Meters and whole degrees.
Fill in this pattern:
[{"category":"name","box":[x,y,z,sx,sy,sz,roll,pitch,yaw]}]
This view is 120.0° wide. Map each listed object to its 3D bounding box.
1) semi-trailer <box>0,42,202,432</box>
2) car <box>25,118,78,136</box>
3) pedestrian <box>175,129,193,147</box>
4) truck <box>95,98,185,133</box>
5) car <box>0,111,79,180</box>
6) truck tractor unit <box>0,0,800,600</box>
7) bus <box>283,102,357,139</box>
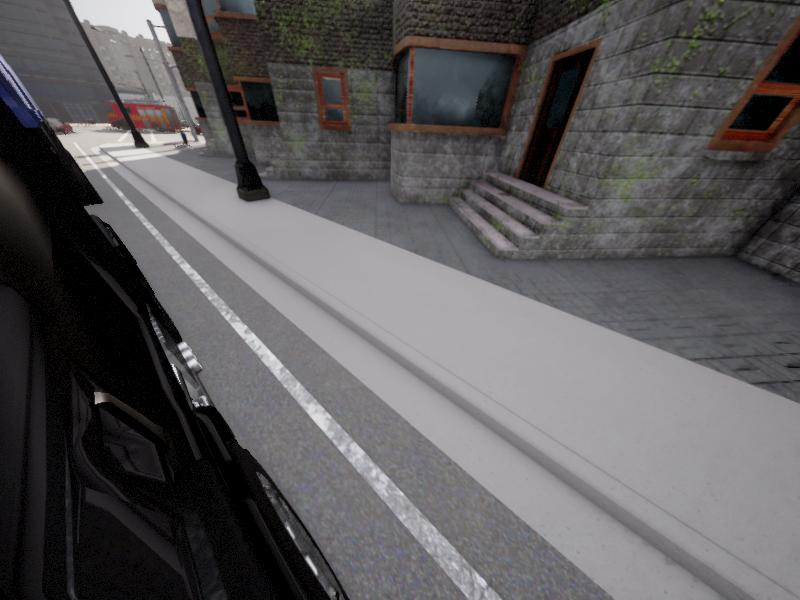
[{"category":"semi-trailer","box":[-8.697,-3.613,4.217,14.254,4.402,2.717,28,44,30]},{"category":"car","box":[-37.976,-19.044,25.343,1.812,1.442,4.674,-23,44,-29]},{"category":"pedestrian","box":[-17.254,-12.929,18.443,0.500,1.100,0.500,20,40,22]},{"category":"truck","box":[-39.731,-28.376,35.690,8.468,3.827,2.891,1,37,-3]},{"category":"car","box":[-16.539,-6.839,9.994,5.566,2.045,2.150,28,44,30]},{"category":"truck tractor unit","box":[-2.645,-0.295,0.351,6.516,4.208,3.053,28,44,30]},{"category":"bus","box":[-12.523,-29.078,37.641,10.273,4.253,3.944,-2,37,-5]}]
